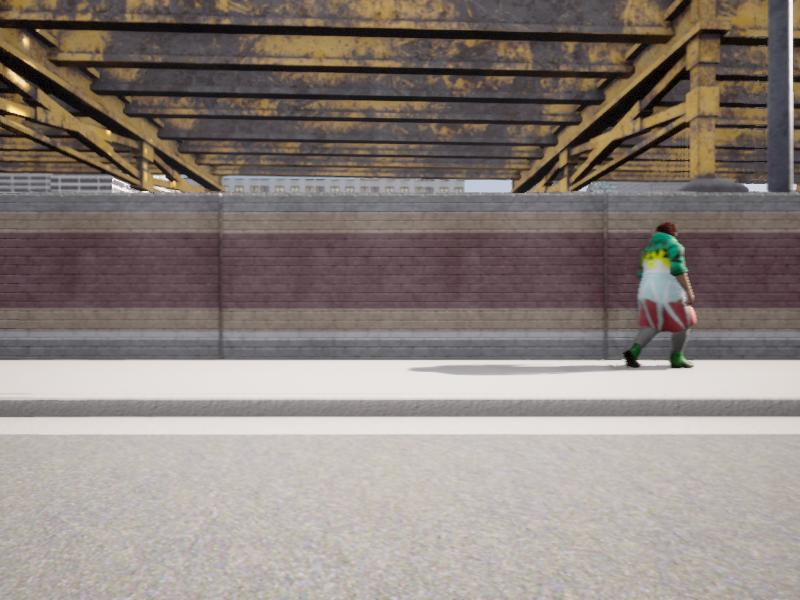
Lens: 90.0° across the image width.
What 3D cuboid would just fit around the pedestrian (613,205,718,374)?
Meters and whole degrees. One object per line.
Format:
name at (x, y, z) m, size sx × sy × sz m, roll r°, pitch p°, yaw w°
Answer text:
pedestrian at (3.177, -0.115, 4.844) m, size 0.751 × 1.860 × 0.751 m, roll 0°, pitch 0°, yaw -11°
